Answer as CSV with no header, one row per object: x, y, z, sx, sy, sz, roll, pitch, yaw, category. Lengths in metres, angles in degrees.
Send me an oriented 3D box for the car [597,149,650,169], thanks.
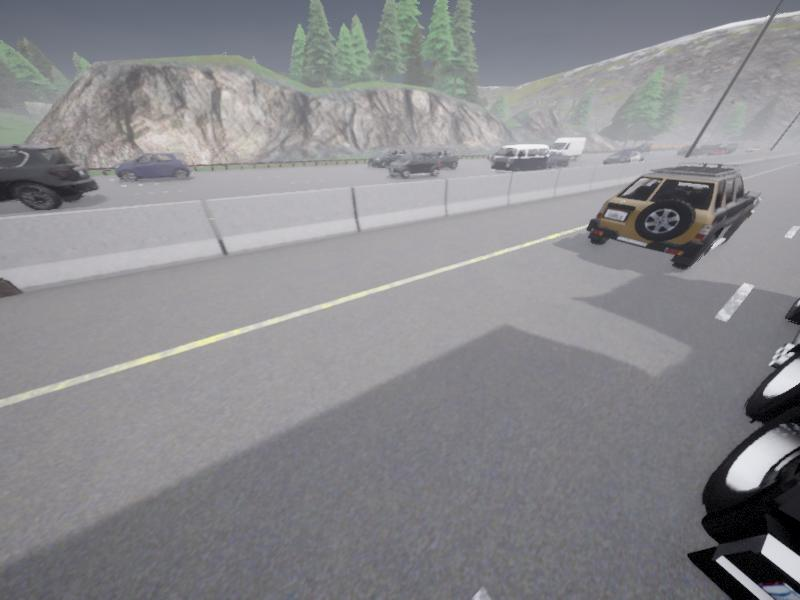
23.086,-14.612,23.855,4.974,1.542,2.038,-19,39,-25,car

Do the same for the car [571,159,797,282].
6.835,-2.248,5.645,4.605,1.855,1.932,-19,39,-25,car

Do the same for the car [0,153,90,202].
-18.197,-5.319,10.069,5.027,1.651,2.152,-19,39,-25,car

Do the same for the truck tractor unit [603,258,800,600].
5.100,-0.312,0.794,6.516,4.208,3.053,-19,39,-25,truck tractor unit

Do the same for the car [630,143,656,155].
49.171,-30.588,46.743,3.866,1.878,1.905,-19,39,-25,car

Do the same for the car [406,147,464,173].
3.084,-12.553,20.605,4.611,1.667,2.242,-19,39,-25,car

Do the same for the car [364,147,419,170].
-0.745,-13.585,22.055,4.611,1.667,2.242,-19,39,-25,car

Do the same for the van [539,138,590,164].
20.655,-18.866,29.066,5.915,2.561,1.988,-19,39,-25,van

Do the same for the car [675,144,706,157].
52.276,-26.943,41.601,4.553,1.767,2.097,-19,39,-25,car

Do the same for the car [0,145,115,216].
-15.032,-4.234,8.166,5.566,2.045,2.150,-19,39,-25,car

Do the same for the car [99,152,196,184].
-15.679,-8.468,14.696,3.633,1.501,1.845,-19,39,-25,car

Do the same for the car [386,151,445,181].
1.060,-9.486,16.283,3.705,1.549,1.789,-19,39,-25,car

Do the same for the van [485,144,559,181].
8.686,-9.939,16.572,4.480,2.038,2.069,-19,39,-25,van

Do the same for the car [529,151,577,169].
15.532,-14.316,23.510,4.181,1.385,1.994,-19,39,-25,car

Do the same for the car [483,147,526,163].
13.149,-18.231,28.989,4.902,1.511,2.128,-19,39,-25,car
